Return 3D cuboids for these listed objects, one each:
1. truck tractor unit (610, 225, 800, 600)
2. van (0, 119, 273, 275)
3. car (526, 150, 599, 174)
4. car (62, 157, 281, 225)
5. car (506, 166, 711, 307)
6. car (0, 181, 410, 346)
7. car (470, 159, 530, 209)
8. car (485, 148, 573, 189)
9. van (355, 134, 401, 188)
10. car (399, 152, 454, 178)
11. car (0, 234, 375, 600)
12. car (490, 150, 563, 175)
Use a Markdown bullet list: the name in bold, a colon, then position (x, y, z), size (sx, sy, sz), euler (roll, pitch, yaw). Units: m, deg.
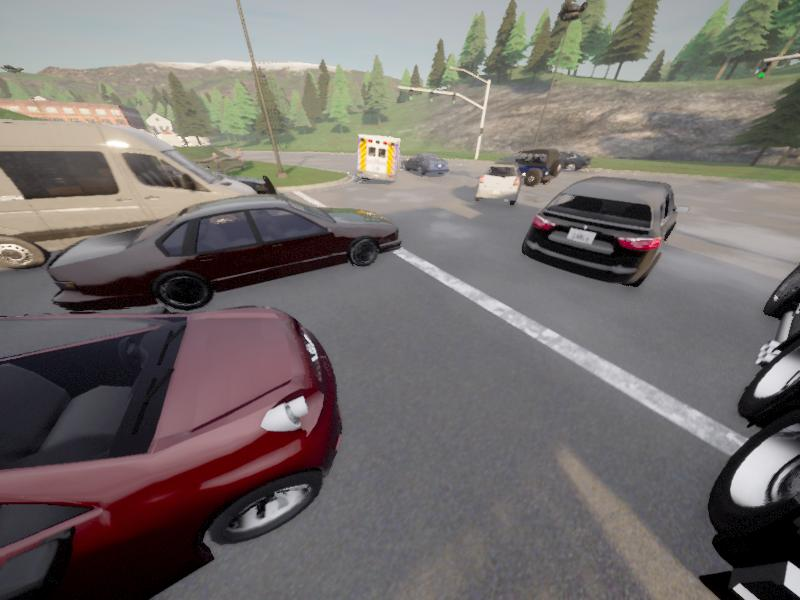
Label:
- **truck tractor unit**: position (5.039, -0.368, 0.871), size (6.516, 4.208, 3.053), euler (-21, 40, -27)
- **van**: position (-6.779, -2.633, 5.521), size (5.915, 2.561, 1.988), euler (-18, 39, -24)
- **car**: position (14.493, -12.635, 20.977), size (1.837, 1.490, 4.892), euler (-26, 43, -32)
- **car**: position (-7.693, -4.308, 8.710), size (5.238, 1.638, 1.930), euler (-19, 39, -25)
- **car**: position (4.864, -1.916, 5.337), size (4.611, 1.667, 2.242), euler (-27, 43, -33)
- **car**: position (-2.628, -1.232, 4.539), size (5.357, 1.411, 2.033), euler (-19, 39, -25)
- **car**: position (4.629, -5.431, 10.509), size (1.845, 1.501, 3.633), euler (15, 37, 20)
- **car**: position (7.662, -8.159, 14.135), size (1.905, 1.878, 3.866), euler (-25, 42, -32)
- **van**: position (-1.305, -9.766, 15.951), size (2.351, 2.431, 6.366), euler (7, 35, -3)
- **car**: position (1.883, -10.969, 18.577), size (2.033, 1.411, 5.357), euler (-13, 37, -19)
- **car**: position (-2.231, 0.917, 1.330), size (3.633, 1.501, 1.845), euler (-18, 39, -24)
- **car**: position (10.803, -12.048, 20.090), size (2.128, 1.511, 4.902), euler (-26, 43, -33)
